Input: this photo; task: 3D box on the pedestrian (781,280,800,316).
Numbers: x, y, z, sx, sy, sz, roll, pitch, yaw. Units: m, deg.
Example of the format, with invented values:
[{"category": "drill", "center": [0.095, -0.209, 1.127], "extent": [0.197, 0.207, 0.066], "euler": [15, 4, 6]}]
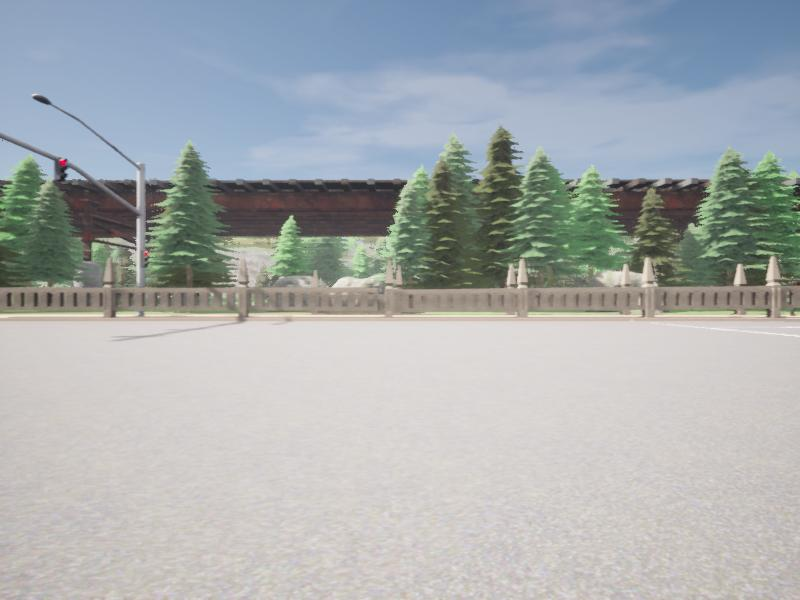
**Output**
[{"category": "pedestrian", "center": [20.692, -0.121, 20.939], "extent": [0.751, 1.860, 0.751], "euler": [0, 0, 0]}]
